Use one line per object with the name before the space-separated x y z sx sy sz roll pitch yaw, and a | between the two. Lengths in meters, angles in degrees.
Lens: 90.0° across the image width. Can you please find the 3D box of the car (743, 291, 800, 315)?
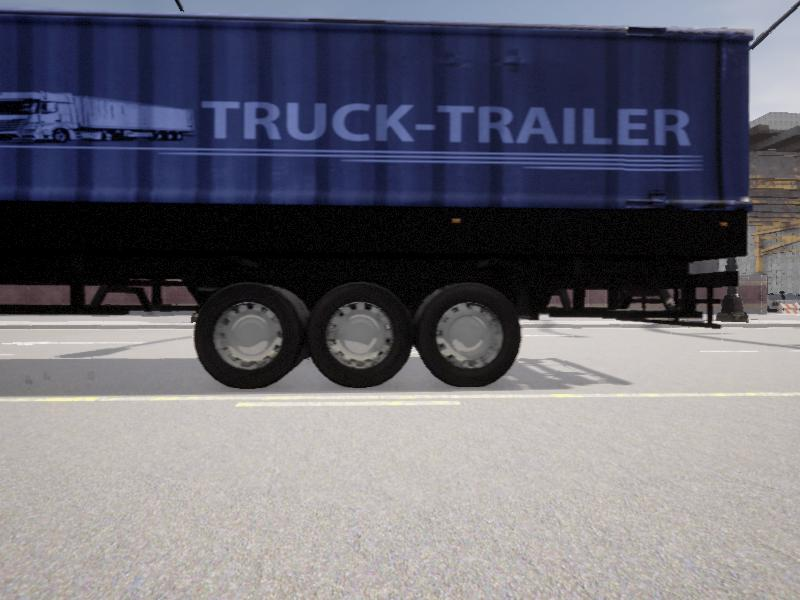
car | 27.003 0.196 27.666 4.974 1.542 2.038 0 0 42

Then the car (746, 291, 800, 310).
car | 26.964 0.038 27.700 4.536 1.218 1.853 0 0 42

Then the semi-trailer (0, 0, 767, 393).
semi-trailer | -3.076 -1.221 5.593 14.254 4.402 2.717 0 0 -2
